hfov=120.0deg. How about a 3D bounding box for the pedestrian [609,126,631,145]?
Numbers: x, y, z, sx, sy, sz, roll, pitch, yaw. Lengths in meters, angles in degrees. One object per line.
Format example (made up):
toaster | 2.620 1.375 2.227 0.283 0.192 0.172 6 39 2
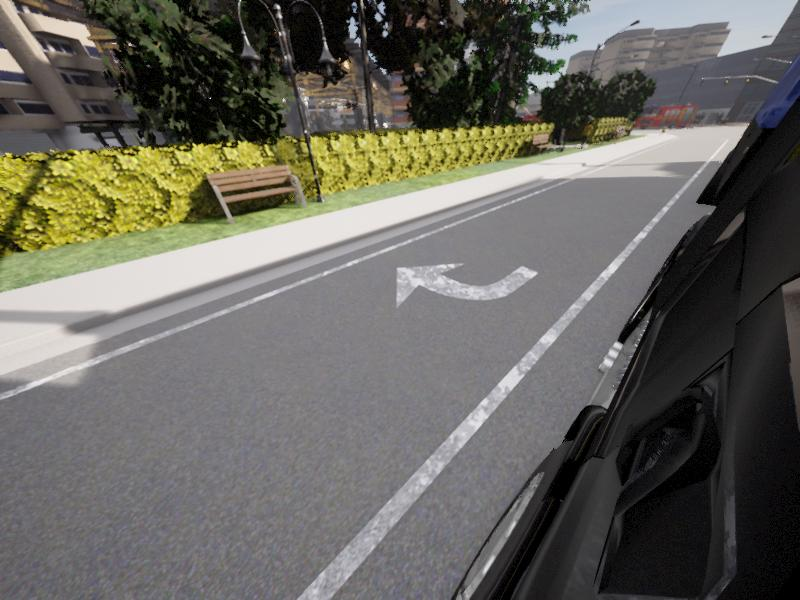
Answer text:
pedestrian | 19.287 -14.450 20.281 0.751 1.300 0.751 -23 41 -24

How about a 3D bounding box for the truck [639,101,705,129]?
truck | 52.288 -35.791 44.980 2.891 3.827 8.468 1 36 5

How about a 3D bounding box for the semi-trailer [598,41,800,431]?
semi-trailer | 8.689 -3.619 4.226 14.254 4.402 2.717 -28 44 -30

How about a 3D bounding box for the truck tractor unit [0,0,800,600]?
truck tractor unit | 2.645 -0.295 0.351 6.516 4.208 3.053 -28 44 -30

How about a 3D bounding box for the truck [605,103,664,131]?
truck | 45.237 -35.541 45.086 2.891 3.827 8.468 1 36 5

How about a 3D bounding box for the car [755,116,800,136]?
car | 39.532 -17.981 23.824 4.674 1.442 1.812 -18 39 -20

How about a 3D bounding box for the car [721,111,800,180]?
car | 16.533 -6.843 10.000 5.566 2.045 2.150 -28 44 -30

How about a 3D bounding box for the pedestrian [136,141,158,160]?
pedestrian | -30.643 -18.141 27.988 0.751 1.860 0.751 3 37 7

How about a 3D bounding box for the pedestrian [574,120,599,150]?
pedestrian | 14.530 -12.877 18.030 0.751 1.860 0.751 -29 44 -31
